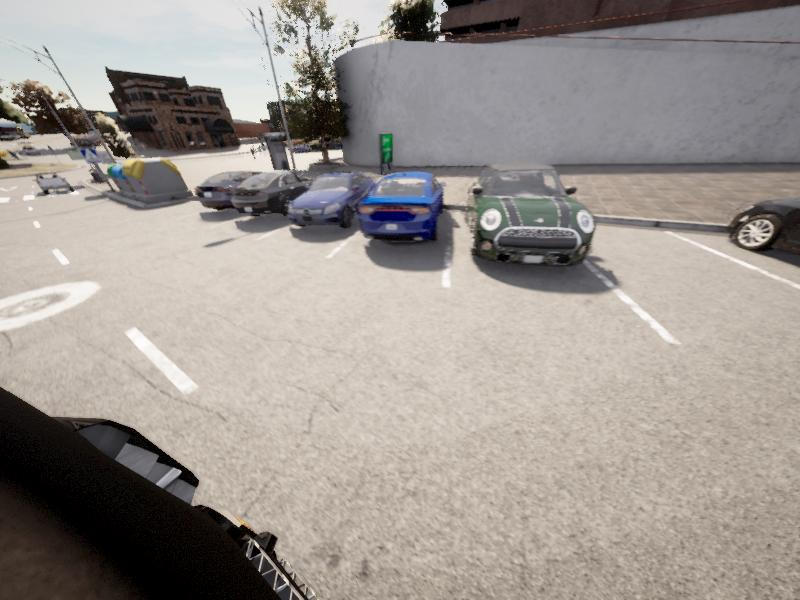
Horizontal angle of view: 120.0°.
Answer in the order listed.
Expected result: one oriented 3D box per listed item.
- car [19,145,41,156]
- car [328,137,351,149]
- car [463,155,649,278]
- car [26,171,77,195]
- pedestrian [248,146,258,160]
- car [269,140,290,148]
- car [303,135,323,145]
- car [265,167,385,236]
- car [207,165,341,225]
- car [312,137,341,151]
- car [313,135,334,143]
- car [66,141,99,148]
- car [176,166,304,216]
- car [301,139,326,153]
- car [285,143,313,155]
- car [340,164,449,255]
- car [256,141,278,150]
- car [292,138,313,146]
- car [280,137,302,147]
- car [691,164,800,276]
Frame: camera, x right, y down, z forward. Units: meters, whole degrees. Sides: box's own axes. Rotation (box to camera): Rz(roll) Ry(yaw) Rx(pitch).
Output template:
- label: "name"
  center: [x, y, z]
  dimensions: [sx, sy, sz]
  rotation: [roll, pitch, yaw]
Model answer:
- label: "car"
  center: [-77.852, -31.637, 48.696]
  dimensions: [3.988, 1.617, 1.851]
  rotation: [27, 43, 30]
- label: "car"
  center: [-13.189, -34.174, 50.185]
  dimensions: [4.442, 1.987, 1.878]
  rotation: [21, 45, 26]
- label: "car"
  center: [2.841, -2.460, 5.728]
  dimensions: [2.185, 1.767, 4.553]
  rotation: [5, 34, 10]
- label: "car"
  center: [-30.537, -10.352, 20.289]
  dimensions: [3.633, 1.501, 1.845]
  rotation: [21, 40, 31]
- label: "pedestrian"
  center: [-25.331, -25.381, 39.858]
  dimensions: [0.751, 1.860, 0.751]
  rotation: [-23, 42, -30]
- label: "car"
  center: [-29.918, -38.677, 57.348]
  dimensions: [4.792, 1.488, 2.163]
  rotation: [18, 43, 25]
- label: "car"
  center: [-23.112, -42.578, 61.438]
  dimensions: [4.553, 1.767, 2.185]
  rotation: [18, 43, 25]
- label: "car"
  center: [-2.203, -3.838, 8.454]
  dimensions: [2.002, 1.452, 4.674]
  rotation: [5, 34, 11]
- label: "car"
  center: [-4.715, -4.652, 9.787]
  dimensions: [2.231, 1.521, 4.892]
  rotation: [5, 34, 12]
- label: "car"
  center: [-15.489, -32.930, 48.775]
  dimensions: [5.566, 2.045, 2.435]
  rotation: [21, 45, 26]
- label: "car"
  center: [-20.860, -43.753, 62.931]
  dimensions: [5.008, 1.535, 2.097]
  rotation: [18, 43, 25]
- label: "car"
  center: [-84.386, -41.507, 61.559]
  dimensions: [4.892, 1.521, 2.231]
  rotation: [-29, 47, -35]
- label: "car"
  center: [-7.192, -5.447, 11.214]
  dimensions: [2.163, 1.488, 4.792]
  rotation: [5, 34, 12]
- label: "car"
  center: [-17.734, -31.634, 47.377]
  dimensions: [4.442, 1.987, 1.878]
  rotation: [21, 45, 26]
- label: "car"
  center: [-20.200, -30.263, 46.217]
  dimensions: [5.008, 1.535, 2.097]
  rotation: [21, 45, 26]
- label: "car"
  center: [0.304, -3.096, 7.087]
  dimensions: [2.097, 1.535, 5.008]
  rotation: [5, 34, 11]
- label: "car"
  center: [-32.215, -37.414, 55.967]
  dimensions: [4.674, 1.452, 2.002]
  rotation: [18, 43, 25]
- label: "car"
  center: [-25.428, -41.214, 60.165]
  dimensions: [4.792, 1.488, 2.163]
  rotation: [18, 43, 25]
- label: "car"
  center: [-27.657, -40.057, 58.645]
  dimensions: [4.553, 1.767, 2.185]
  rotation: [18, 43, 25]
- label: "car"
  center: [7.934, -0.852, 3.188]
  dimensions: [2.231, 1.521, 4.892]
  rotation: [4, 34, 10]
